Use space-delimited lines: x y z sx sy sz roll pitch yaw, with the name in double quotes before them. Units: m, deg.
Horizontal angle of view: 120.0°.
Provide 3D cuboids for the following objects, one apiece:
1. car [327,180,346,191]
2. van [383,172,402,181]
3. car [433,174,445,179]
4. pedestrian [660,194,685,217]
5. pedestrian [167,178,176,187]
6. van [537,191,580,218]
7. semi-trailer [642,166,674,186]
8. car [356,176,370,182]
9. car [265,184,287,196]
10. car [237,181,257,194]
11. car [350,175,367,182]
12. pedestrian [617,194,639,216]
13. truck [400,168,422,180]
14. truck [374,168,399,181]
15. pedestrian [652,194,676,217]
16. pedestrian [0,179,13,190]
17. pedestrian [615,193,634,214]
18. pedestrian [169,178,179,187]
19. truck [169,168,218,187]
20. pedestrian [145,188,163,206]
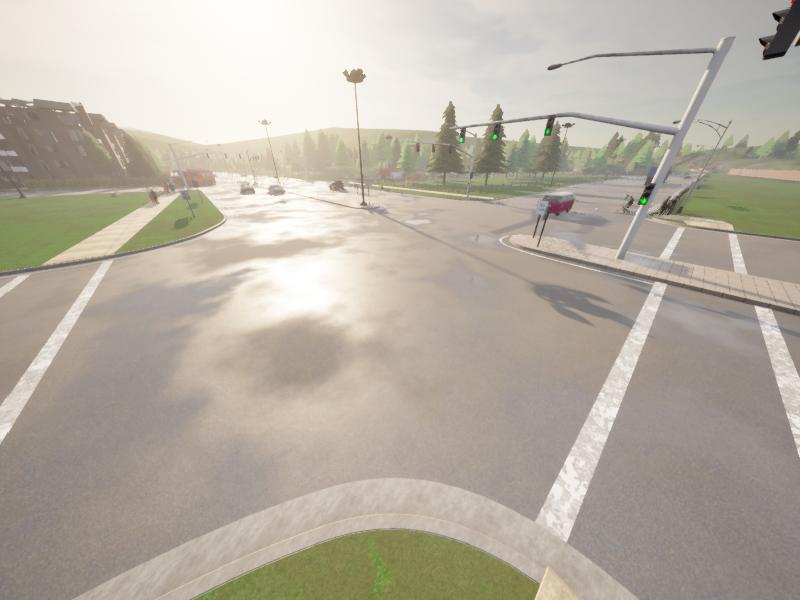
"car" -12.795 -23.088 46.486 1.905 1.878 3.866 -22 37 -34
"van" -2.619 -42.144 78.929 6.366 2.431 2.351 -23 37 -34
"car" 15.521 -49.354 92.354 4.892 1.490 1.837 -23 37 -34
"pedestrian" 24.827 -8.612 21.068 0.751 1.860 0.751 -18 34 -28
"pedestrian" -54.056 -27.799 54.607 0.751 1.860 0.751 -10 31 -17
"van" 15.924 -9.718 23.210 4.442 1.987 1.775 -23 37 -34
"semi-trailer" 67.590 -32.610 60.418 14.254 4.402 2.717 -23 37 -34
"car" -12.121 -40.066 76.193 3.988 1.617 1.851 -23 37 -34
"car" -21.606 -19.233 40.175 1.837 1.490 4.892 -22 37 -34
"car" -27.497 -20.205 41.492 1.905 1.878 3.866 -22 37 -34
"car" -14.060 -41.464 78.777 5.027 1.651 2.152 -23 37 -34
"pedestrian" 22.210 -9.267 22.507 0.751 1.860 0.751 -20 36 -31
"truck" 4.352 -47.963 87.610 8.468 3.827 2.891 -23 37 -34
"truck" -4.682 -44.169 81.042 8.468 3.827 2.891 -23 37 -34
"pedestrian" 24.221 -8.689 21.203 0.751 1.860 0.751 23 37 34
"pedestrian" -77.345 -22.557 45.222 0.751 1.860 0.751 -22 37 -33
"pedestrian" 22.710 -9.772 23.382 0.751 1.860 0.751 -24 38 -35
"pedestrian" -53.955 -28.153 55.218 0.751 1.860 0.751 2 30 3
"truck" -50.936 -30.530 57.412 2.891 3.827 8.468 6 31 10
"pedestrian" -29.159 -12.297 27.452 0.751 1.860 0.751 -20 35 -30
